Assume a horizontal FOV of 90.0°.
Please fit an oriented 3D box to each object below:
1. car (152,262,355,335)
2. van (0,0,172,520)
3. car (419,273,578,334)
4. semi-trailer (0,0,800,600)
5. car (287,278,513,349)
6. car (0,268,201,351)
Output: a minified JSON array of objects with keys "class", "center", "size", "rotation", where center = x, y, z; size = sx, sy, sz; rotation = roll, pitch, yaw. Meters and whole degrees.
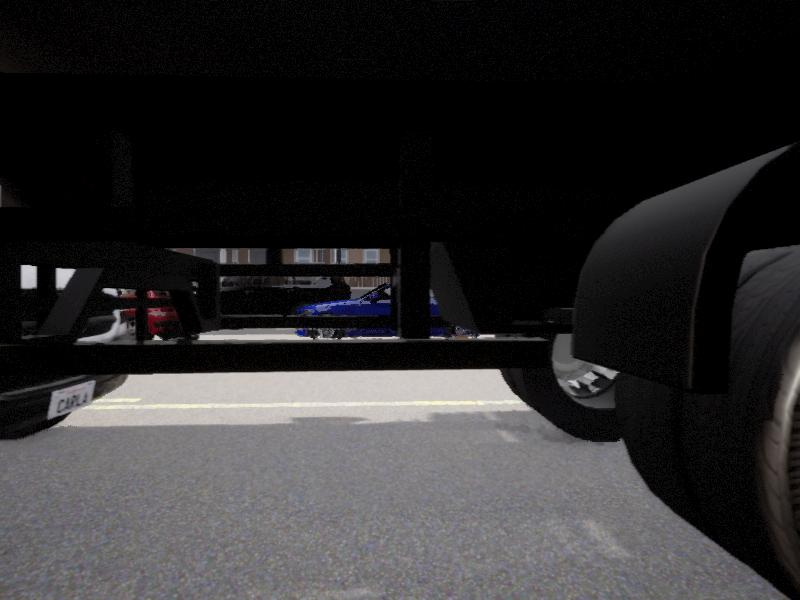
[{"class":"car","center":[-4.253,-0.032,12.445],"size":[5.566,2.045,2.150],"rotation":[0,0,-3]},{"class":"van","center":[-4.697,-0.291,1.955],"size":[5.915,2.561,1.988],"rotation":[-1,0,-4]},{"class":"car","center":[2.970,0.095,12.810],"size":[4.553,1.767,2.097],"rotation":[0,0,-3]},{"class":"semi-trailer","center":[5.271,-1.214,2.398],"size":[14.254,4.402,2.717],"rotation":[0,0,-2]},{"class":"car","center":[-0.010,0.270,9.155],"size":[4.674,1.442,1.812],"rotation":[0,0,-3]},{"class":"car","center":[-6.864,0.187,8.839],"size":[3.988,1.617,1.851],"rotation":[0,0,-3]}]
